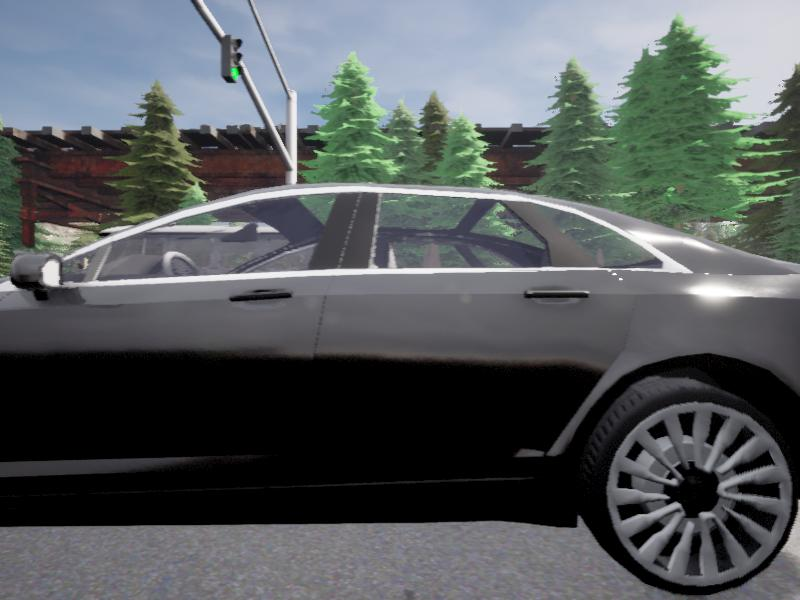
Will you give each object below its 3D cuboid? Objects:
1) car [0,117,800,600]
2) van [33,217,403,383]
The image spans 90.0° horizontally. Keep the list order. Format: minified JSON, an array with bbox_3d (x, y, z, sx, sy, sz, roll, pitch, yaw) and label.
[{"bbox_3d":[-0.424,0.237,2.200,4.902,1.511,2.128,0,0,0],"label":"car"},{"bbox_3d":[-2.192,0.001,5.699,4.442,1.987,1.775,0,0,0],"label":"van"}]
